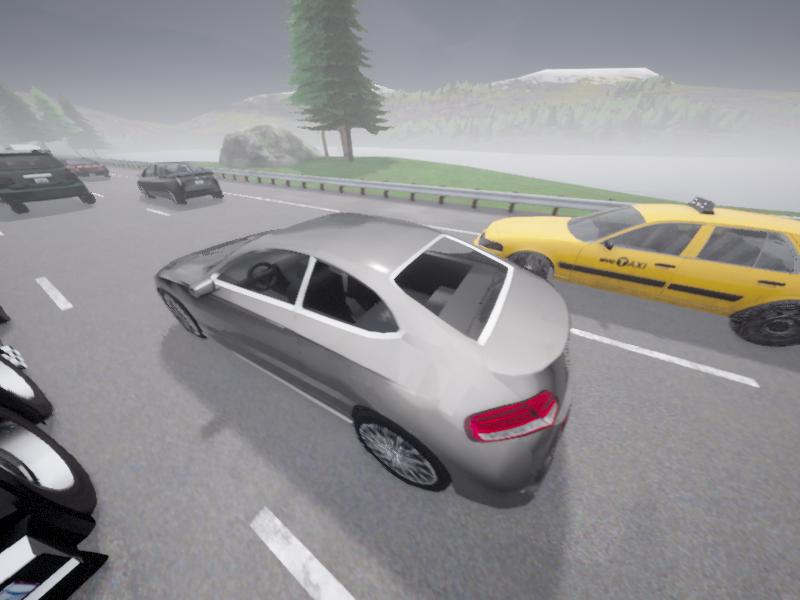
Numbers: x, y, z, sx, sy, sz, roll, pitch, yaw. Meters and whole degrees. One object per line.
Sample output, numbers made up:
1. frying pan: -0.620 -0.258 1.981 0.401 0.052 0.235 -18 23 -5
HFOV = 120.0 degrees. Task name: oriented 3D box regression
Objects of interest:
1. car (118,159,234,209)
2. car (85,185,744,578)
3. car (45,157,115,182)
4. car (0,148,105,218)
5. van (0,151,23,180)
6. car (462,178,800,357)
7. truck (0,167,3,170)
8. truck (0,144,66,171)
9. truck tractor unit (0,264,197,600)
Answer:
1. car: -10.296 -5.485 10.661 4.514 1.525 2.007 18 39 24
2. car: -0.840 -0.145 2.806 5.027 1.651 2.152 18 39 24
3. car: -23.759 -9.762 17.145 4.718 1.301 1.895 18 39 24
4. car: -15.752 -5.165 9.804 5.566 2.045 2.150 18 39 24
5. van: -30.638 -10.001 16.889 4.480 2.038 2.069 17 38 25
6. car: 4.043 -0.849 3.808 5.366 1.575 1.801 18 39 24
7. truck: -42.412 -13.996 22.391 5.204 2.467 2.627 18 39 24
8. truck: -37.349 -14.505 23.396 6.274 2.098 2.390 18 39 24
9. truck tractor unit: -5.118 -0.292 0.782 6.516 4.208 3.053 18 39 24
